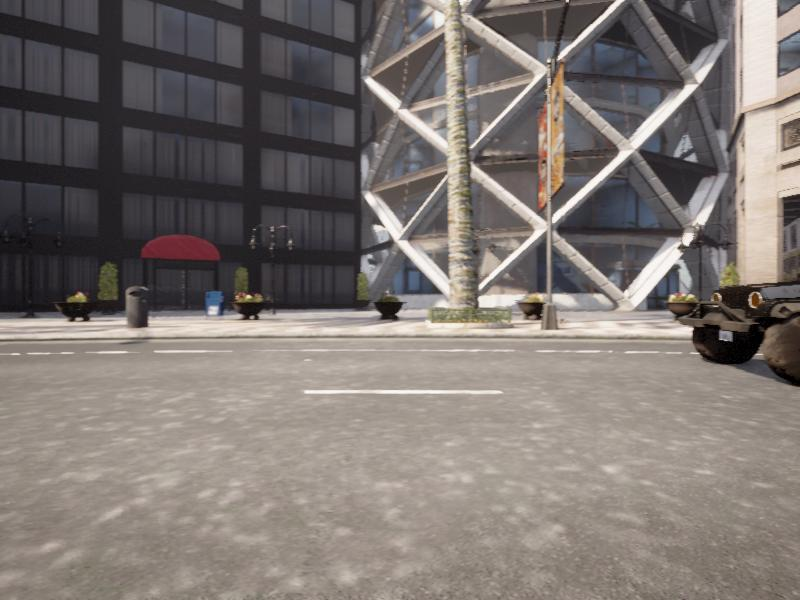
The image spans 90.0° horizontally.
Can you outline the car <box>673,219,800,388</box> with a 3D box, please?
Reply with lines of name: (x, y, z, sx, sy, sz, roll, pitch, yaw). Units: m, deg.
car: (6.112, 0.037, 5.122, 3.866, 1.878, 1.905, 0, 0, 10)
